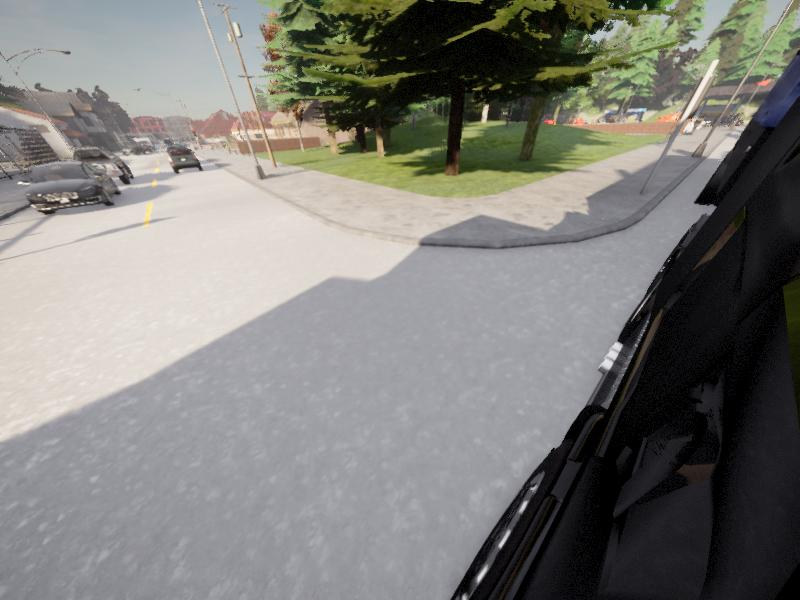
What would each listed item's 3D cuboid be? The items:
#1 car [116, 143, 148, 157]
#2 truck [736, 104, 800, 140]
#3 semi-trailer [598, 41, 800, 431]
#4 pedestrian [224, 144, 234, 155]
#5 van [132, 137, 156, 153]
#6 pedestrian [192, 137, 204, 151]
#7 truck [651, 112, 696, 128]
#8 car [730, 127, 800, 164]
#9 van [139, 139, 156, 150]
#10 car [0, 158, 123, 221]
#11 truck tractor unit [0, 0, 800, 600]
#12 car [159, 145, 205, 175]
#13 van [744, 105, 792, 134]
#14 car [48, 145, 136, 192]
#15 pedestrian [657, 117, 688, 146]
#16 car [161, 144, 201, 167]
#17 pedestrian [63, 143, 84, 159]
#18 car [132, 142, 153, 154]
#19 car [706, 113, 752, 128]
[{"bbox_3d":[-41.779,-23.518,36.086,1.789,1.549,3.705,-17,39,-19],"label":"car"},{"bbox_3d":[35.598,-17.109,22.290,5.204,2.467,2.627,-27,43,-30],"label":"truck"},{"bbox_3d":[8.682,-3.610,4.253,14.254,4.402,2.717,-28,44,-30],"label":"semi-trailer"},{"bbox_3d":[-21.229,-18.702,28.639,0.500,1.100,0.500,-28,44,-30],"label":"pedestrian"},{"bbox_3d":[-53.251,-32.407,48.219,2.351,2.431,6.366,-28,44,-30],"label":"van"},{"bbox_3d":[-32.606,-25.167,37.276,0.751,1.860,0.751,-21,40,-22],"label":"pedestrian"},{"bbox_3d":[56.676,-37.388,48.034,2.627,2.467,5.204,-27,44,-29],"label":"truck"},{"bbox_3d":[20.576,-8.679,12.847,4.181,1.385,1.994,-28,44,-30],"label":"car"},{"bbox_3d":[-61.146,-37.685,56.040,2.069,2.038,4.480,-28,44,-30],"label":"van"},{"bbox_3d":[-13.500,-4.790,9.557,1.837,1.490,4.892,-28,44,-30],"label":"car"},{"bbox_3d":[2.645,-0.295,0.351,6.516,4.208,3.053,-28,44,-30],"label":"truck tractor unit"},{"bbox_3d":[-16.636,-10.791,17.633,1.851,1.617,3.988,-28,44,-30],"label":"car"},{"bbox_3d":[45.176,-22.206,28.443,5.915,2.561,1.988,-27,43,-30],"label":"van"},{"bbox_3d":[-17.698,-7.891,13.610,1.932,1.855,4.605,-28,44,-30],"label":"car"},{"bbox_3d":[22.439,-13.914,19.083,0.751,1.860,0.751,-20,40,-21],"label":"pedestrian"},{"bbox_3d":[-20.707,-13.690,21.798,2.007,1.525,4.514,-29,44,-31],"label":"car"},{"bbox_3d":[-46.418,-21.225,32.839,0.751,1.860,0.751,-28,44,-29],"label":"pedestrian"},{"bbox_3d":[-45.586,-26.945,40.925,1.816,1.474,4.193,-28,43,-30],"label":"car"},{"bbox_3d":[57.463,-31.363,40.454,1.905,1.878,3.866,-8,37,-8],"label":"car"}]
